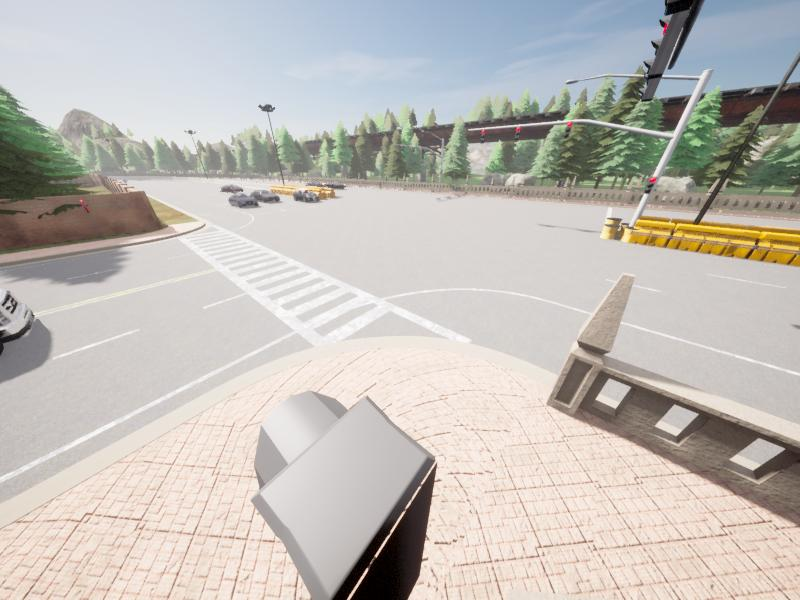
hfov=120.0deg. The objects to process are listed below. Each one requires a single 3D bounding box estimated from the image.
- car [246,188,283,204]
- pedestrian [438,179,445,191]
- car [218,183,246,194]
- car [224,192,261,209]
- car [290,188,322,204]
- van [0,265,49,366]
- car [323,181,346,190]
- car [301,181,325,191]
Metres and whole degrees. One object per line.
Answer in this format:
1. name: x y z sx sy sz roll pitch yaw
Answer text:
1. car: -17.896 -13.735 30.402 5.357 1.411 2.033 23 37 34
2. pedestrian: 7.454 -20.424 41.168 0.751 1.860 0.751 24 38 35
3. car: -29.481 -19.557 40.512 4.181 1.385 1.994 15 33 24
4. car: -18.176 -11.550 26.643 4.181 1.385 1.994 23 37 34
5. car: -12.344 -13.712 30.279 3.806 1.475 1.970 23 37 34
6. van: -11.872 1.095 3.681 2.351 2.431 6.366 23 37 34
7. car: -13.417 -23.265 47.006 4.718 1.301 1.895 23 37 34
8. car: -17.280 -22.702 45.815 4.902 1.511 2.128 23 37 34
